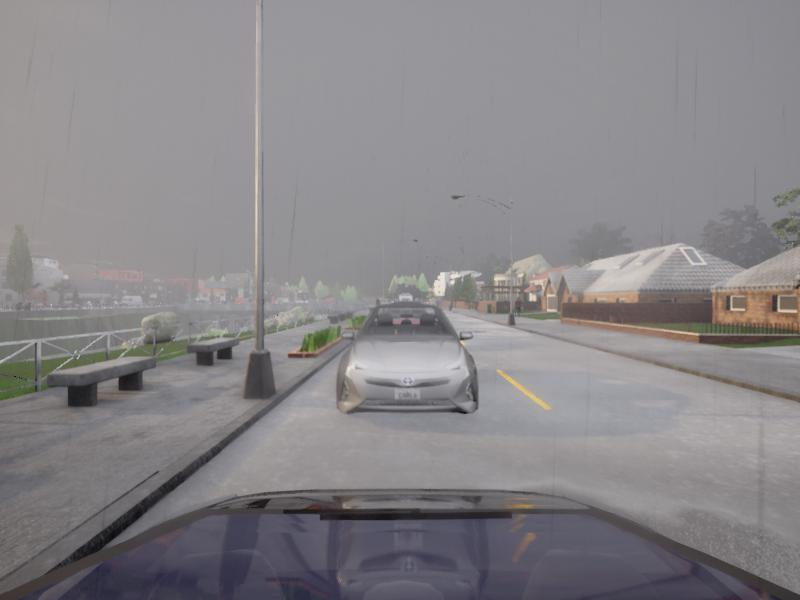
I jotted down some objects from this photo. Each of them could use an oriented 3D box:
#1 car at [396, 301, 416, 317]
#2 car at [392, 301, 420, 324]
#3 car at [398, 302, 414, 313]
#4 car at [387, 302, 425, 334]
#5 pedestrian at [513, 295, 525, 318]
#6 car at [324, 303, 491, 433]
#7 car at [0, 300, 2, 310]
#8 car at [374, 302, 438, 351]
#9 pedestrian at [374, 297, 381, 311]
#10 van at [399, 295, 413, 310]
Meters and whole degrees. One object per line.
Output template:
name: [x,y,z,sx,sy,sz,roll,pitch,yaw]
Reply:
car: [0.573,0.827,39.260,1.882,1.535,5.008,0,0,1]
car: [0.420,0.830,28.421,1.845,1.501,3.633,0,0,1]
car: [0.746,0.911,51.131,1.994,1.385,4.181,0,0,1]
car: [0.319,0.857,21.104,1.816,1.474,4.193,0,0,1]
pedestrian: [9.639,0.537,32.514,0.751,1.860,0.751,0,0,1]
car: [0.118,0.829,7.046,2.007,1.525,4.514,0,0,1]
car: [-64.783,0.830,61.688,1.882,1.535,5.008,0,0,1]
car: [0.228,0.830,14.760,2.007,1.525,4.514,0,0,1]
pedestrian: [-2.926,0.539,52.052,0.751,1.860,0.751,0,0,1]
van: [0.991,0.382,68.857,2.351,2.431,6.366,0,0,1]
